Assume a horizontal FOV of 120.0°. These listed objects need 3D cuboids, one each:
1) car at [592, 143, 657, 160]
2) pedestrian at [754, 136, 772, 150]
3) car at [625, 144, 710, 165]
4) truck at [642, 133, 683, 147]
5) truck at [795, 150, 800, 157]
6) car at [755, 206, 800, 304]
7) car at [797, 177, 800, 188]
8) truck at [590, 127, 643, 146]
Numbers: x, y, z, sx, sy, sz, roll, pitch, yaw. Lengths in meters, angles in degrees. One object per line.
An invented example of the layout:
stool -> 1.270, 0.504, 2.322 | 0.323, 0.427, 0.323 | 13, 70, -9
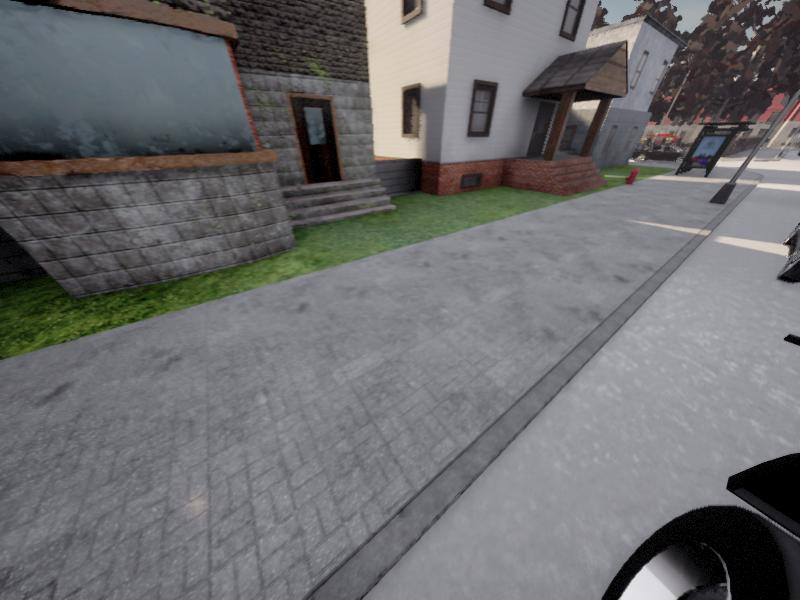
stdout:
car -> 26.047, -17.460, 27.015 | 2.128, 1.511, 4.902 | -22, 41, -28
pedestrian -> 59.862, -25.938, 38.123 | 0.751, 1.860, 0.751 | -22, 41, -28
car -> 25.413, -14.032, 22.188 | 1.837, 1.490, 4.892 | -23, 41, -29
truck -> 59.340, -36.178, 52.310 | 2.627, 2.467, 5.204 | -23, 41, -28
truck -> 49.656, -18.201, 26.979 | 5.204, 2.467, 2.627 | -22, 41, -28
car -> 8.845, -1.093, 4.041 | 4.902, 1.511, 2.128 | -22, 41, -28
car -> 22.757, -6.843, 11.706 | 4.605, 1.855, 1.932 | -23, 41, -27
truck -> 54.079, -41.035, 58.064 | 2.891, 3.827, 8.468 | -22, 41, -28
